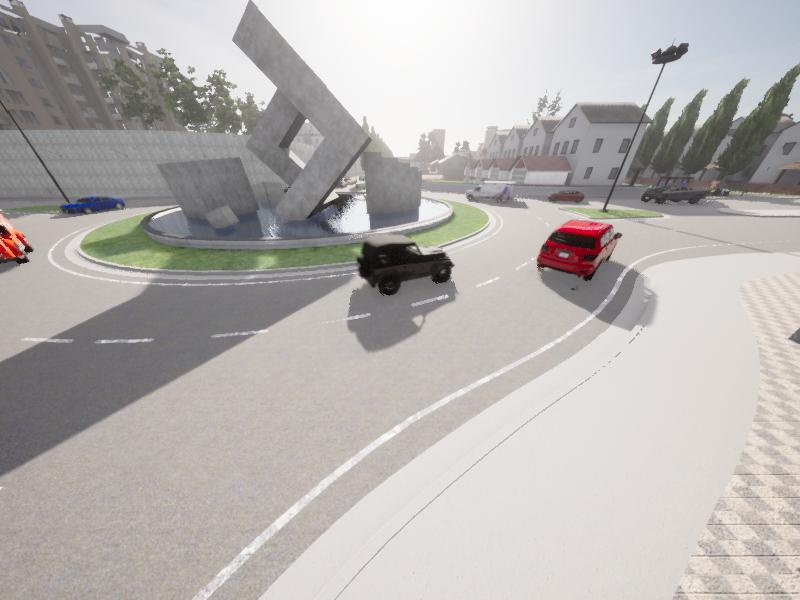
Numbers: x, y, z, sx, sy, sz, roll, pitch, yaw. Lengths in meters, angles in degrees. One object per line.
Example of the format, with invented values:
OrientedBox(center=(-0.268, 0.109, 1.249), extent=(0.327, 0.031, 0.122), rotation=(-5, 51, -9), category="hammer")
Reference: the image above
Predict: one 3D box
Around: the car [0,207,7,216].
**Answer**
OrientedBox(center=(-41.014, -8.543, 21.812), extent=(4.718, 1.301, 1.895), rotation=(4, 30, 7), category="car")

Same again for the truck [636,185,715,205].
OrientedBox(center=(34.746, -13.364, 29.356), extent=(6.274, 2.098, 2.390), rotation=(0, 30, 1), category="truck")

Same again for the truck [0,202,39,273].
OrientedBox(center=(-20.336, -2.938, 10.927), extent=(5.204, 2.467, 2.627), rotation=(20, 35, 30), category="truck")

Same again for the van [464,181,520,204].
OrientedBox(center=(12.273, -14.644, 31.247), extent=(6.366, 2.431, 2.351), rotation=(17, 34, 27), category="van")

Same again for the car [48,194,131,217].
OrientedBox(center=(-31.735, -9.908, 23.936), extent=(1.882, 1.535, 5.008), rotation=(-1, 30, -2), category="car")

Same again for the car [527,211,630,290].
OrientedBox(center=(8.432, -2.612, 10.789), extent=(5.566, 2.045, 2.150), rotation=(-25, 39, -36), category="car")

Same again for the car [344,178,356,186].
OrientedBox(center=(-13.054, -31.253, 60.913), extent=(1.801, 1.575, 5.366), rotation=(0, 30, 1), category="car")

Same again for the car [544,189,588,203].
OrientedBox(center=(22.223, -13.979, 31.048), extent=(4.193, 1.474, 1.816), rotation=(7, 31, 12), category="car")

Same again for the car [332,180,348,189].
OrientedBox(center=(-13.397, -25.943, 51.714), extent=(2.038, 1.542, 4.974), rotation=(1, 30, 2), category="car")

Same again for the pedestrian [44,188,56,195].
OrientedBox(center=(-55.702, -17.254, 36.741), extent=(0.500, 1.100, 0.500), rotation=(0, 30, 1), category="pedestrian")

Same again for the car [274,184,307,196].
OrientedBox(center=(-18.694, -18.864, 39.537), extent=(4.674, 1.442, 1.812), rotation=(-21, 36, -32), category="car")

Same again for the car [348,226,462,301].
OrientedBox(center=(0.163, -1.609, 9.205), extent=(3.866, 1.878, 1.905), rotation=(-13, 33, -22), category="car")
